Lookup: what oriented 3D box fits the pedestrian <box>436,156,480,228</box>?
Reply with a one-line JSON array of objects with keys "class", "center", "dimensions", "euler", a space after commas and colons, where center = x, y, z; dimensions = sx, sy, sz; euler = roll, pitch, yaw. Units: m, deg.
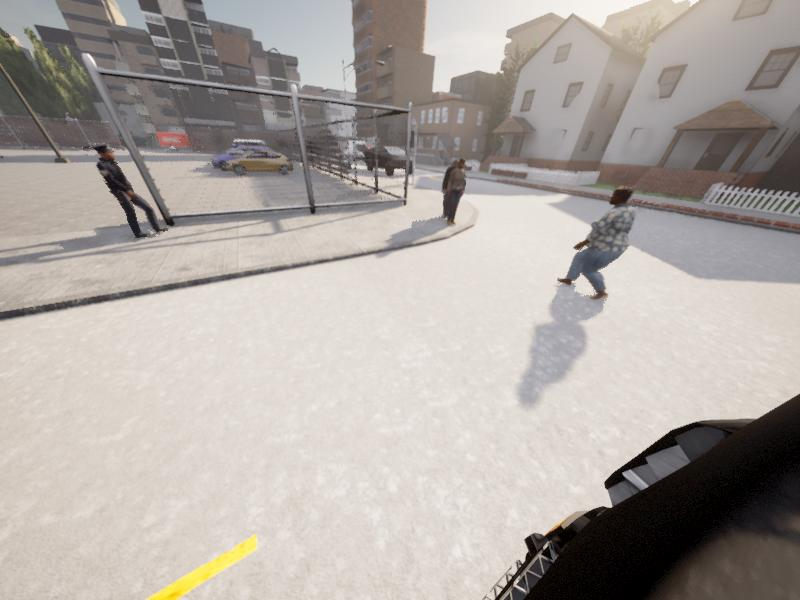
[{"class": "pedestrian", "center": [1.689, -3.229, 6.964], "dimensions": [0.751, 1.860, 0.751], "euler": [-4, 34, -10]}]

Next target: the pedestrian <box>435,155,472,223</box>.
[{"class": "pedestrian", "center": [1.696, -3.569, 7.475], "dimensions": [0.751, 1.860, 0.751], "euler": [15, 35, 17]}]

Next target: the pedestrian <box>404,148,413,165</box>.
[{"class": "pedestrian", "center": [1.039, -18.416, 29.701], "dimensions": [0.751, 1.860, 0.751], "euler": [29, 42, 34]}]

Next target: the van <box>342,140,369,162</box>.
[{"class": "van", "center": [-7.107, -23.542, 36.433], "dimensions": [1.988, 2.561, 5.915], "euler": [-16, 38, -26]}]

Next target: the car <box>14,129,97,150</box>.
[{"class": "car", "center": [-46.452, -21.781, 31.422], "dimensions": [5.566, 2.045, 2.150], "euler": [-16, 38, -26]}]

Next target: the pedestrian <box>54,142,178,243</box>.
[{"class": "pedestrian", "center": [-5.933, -2.295, 5.019], "dimensions": [0.751, 1.860, 0.751], "euler": [-6, 35, -13]}]

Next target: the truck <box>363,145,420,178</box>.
[{"class": "truck", "center": [-0.999, -12.715, 21.020], "dimensions": [2.390, 2.098, 6.274], "euler": [-16, 38, -25]}]

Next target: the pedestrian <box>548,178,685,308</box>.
[{"class": "pedestrian", "center": [3.387, -0.918, 3.804], "dimensions": [0.751, 1.860, 0.751], "euler": [-16, 38, -26]}]
